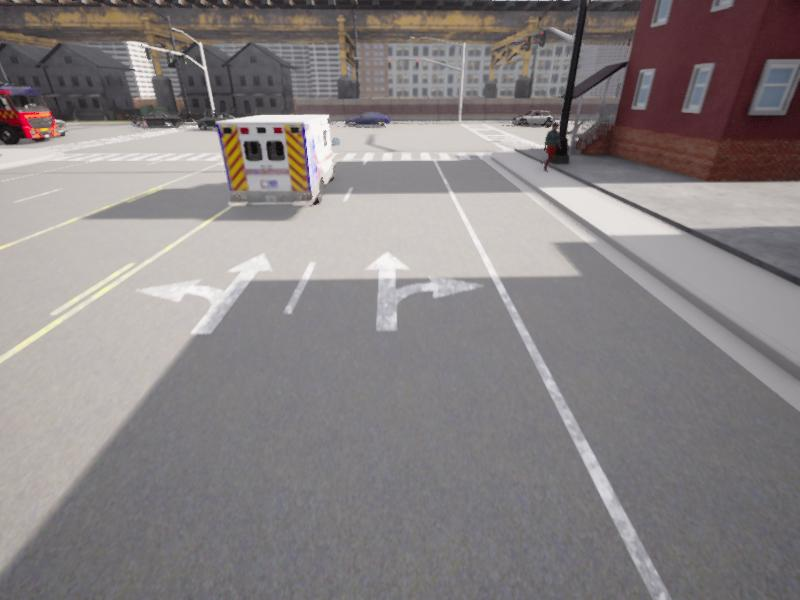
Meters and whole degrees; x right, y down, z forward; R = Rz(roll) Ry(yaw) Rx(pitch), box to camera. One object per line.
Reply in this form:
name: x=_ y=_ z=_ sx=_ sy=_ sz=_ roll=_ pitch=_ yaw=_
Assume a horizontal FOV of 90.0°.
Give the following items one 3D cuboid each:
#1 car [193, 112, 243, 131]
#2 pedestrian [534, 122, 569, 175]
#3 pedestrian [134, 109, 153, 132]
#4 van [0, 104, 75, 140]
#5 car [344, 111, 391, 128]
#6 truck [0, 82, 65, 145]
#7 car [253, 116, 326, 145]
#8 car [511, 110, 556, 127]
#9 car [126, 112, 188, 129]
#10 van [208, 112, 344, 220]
car: x=-17.092 y=-16.805 z=37.671 sx=3.705 sy=1.549 sz=1.789 roll=0 pitch=27 yaw=0
pedestrian: x=5.931 y=-5.971 z=15.734 sx=0.751 sy=1.860 sz=0.751 roll=-4 pitch=27 yaw=-6
pedestrian: x=-23.095 y=-16.121 z=36.004 sx=0.751 sy=1.860 sz=0.751 roll=-2 pitch=27 yaw=-3
van: x=-29.908 y=-13.971 z=31.319 sx=6.366 sy=2.431 sz=2.351 roll=0 pitch=27 yaw=1
car: x=-3.232 y=-18.399 z=40.775 sx=4.674 sy=1.442 sz=1.812 roll=0 pitch=27 yaw=0
truck: x=-29.362 y=-12.965 z=27.835 sx=8.468 sy=3.827 sz=2.891 roll=0 pitch=27 yaw=0
car: x=-7.818 y=-12.300 z=28.870 sx=1.882 sy=1.535 sz=5.008 roll=16 pitch=31 yaw=29
car: x=13.503 y=-18.469 z=40.743 sx=3.806 sy=1.475 sz=1.970 roll=0 pitch=27 yaw=1
car: x=-24.703 y=-18.357 z=40.810 sx=4.892 sy=1.490 sz=1.837 roll=0 pitch=27 yaw=0
van: x=-3.499 y=-4.704 z=13.116 sx=2.351 sy=2.431 sz=6.366 roll=0 pitch=27 yaw=0
